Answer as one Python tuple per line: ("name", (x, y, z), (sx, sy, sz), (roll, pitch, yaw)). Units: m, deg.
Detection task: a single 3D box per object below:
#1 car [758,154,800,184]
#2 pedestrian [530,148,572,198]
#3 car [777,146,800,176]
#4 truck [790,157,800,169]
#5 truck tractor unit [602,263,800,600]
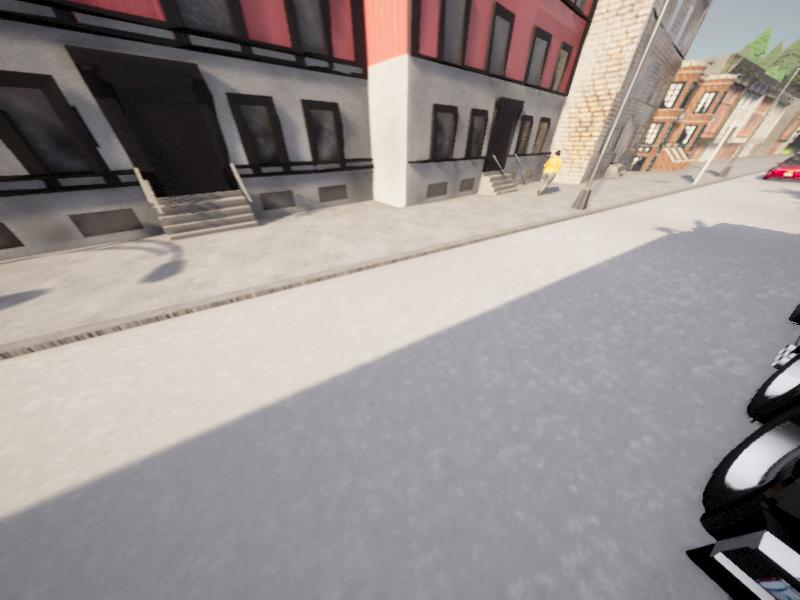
("car", (27.905, -9.272, 16.204), (4.514, 1.525, 2.007), (-18, 39, -24))
("pedestrian", (6.767, -5.719, 10.416), (0.751, 1.860, 0.751), (-17, 38, -23))
("car", (35.003, -11.804, 19.441), (5.566, 2.045, 2.150), (-18, 39, -24))
("truck", (42.394, -14.370, 22.815), (5.204, 2.467, 2.627), (-18, 39, -24))
("truck tractor unit", (5.109, -0.303, 0.784), (6.516, 4.208, 3.053), (-18, 39, -24))
